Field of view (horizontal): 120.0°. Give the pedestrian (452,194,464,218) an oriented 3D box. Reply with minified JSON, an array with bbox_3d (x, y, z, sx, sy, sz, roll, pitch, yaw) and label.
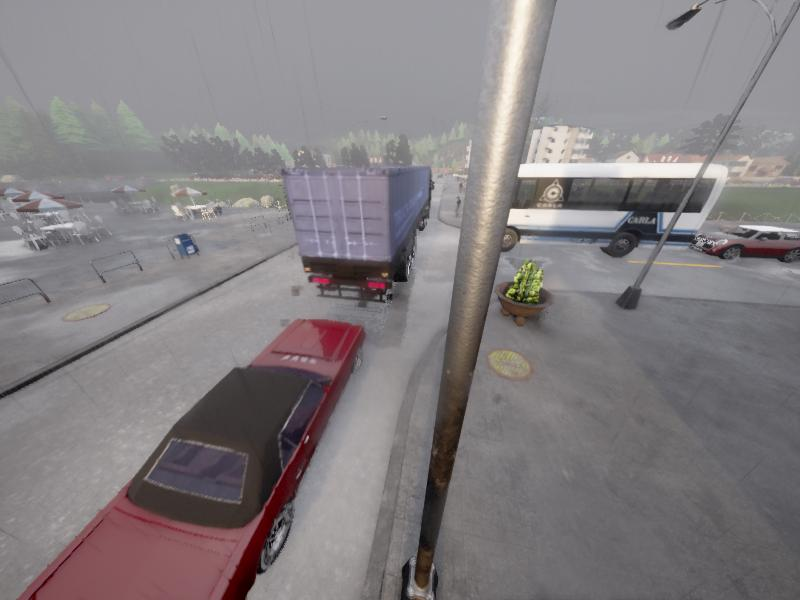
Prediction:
[{"bbox_3d":[5.064,-8.247,20.363,0.751,1.860,0.751,5,30,8],"label":"pedestrian"}]

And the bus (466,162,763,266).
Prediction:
[{"bbox_3d":[9.322,-4.873,12.401,10.273,4.253,3.944,5,30,8],"label":"bus"}]

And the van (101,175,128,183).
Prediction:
[{"bbox_3d":[-84.741,-36.073,68.705,1.775,1.987,4.442,5,30,9],"label":"van"}]

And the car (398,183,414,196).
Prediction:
[{"bbox_3d":[1.083,-18.878,39.384,2.007,1.525,4.514,5,30,9],"label":"car"}]

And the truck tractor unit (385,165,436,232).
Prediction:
[{"bbox_3d":[1.102,-8.563,18.813,3.053,4.208,6.516,5,31,9],"label":"truck tractor unit"}]

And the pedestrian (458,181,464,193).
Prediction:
[{"bbox_3d":[10.527,-19.659,40.145,0.751,1.860,0.751,5,30,9],"label":"pedestrian"}]

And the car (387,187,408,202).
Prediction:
[{"bbox_3d":[-0.263,-14.968,32.743,2.033,1.411,5.357,5,30,9],"label":"car"}]

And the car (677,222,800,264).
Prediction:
[{"bbox_3d":[17.843,-3.017,11.961,3.806,1.475,1.970,5,30,8],"label":"car"}]

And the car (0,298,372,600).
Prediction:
[{"bbox_3d":[-2.091,1.756,3.875,1.895,1.301,4.718,5,30,9],"label":"car"}]

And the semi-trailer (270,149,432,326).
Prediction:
[{"bbox_3d":[-0.273,-4.748,12.015,2.717,4.402,14.254,5,30,9],"label":"semi-trailer"}]
